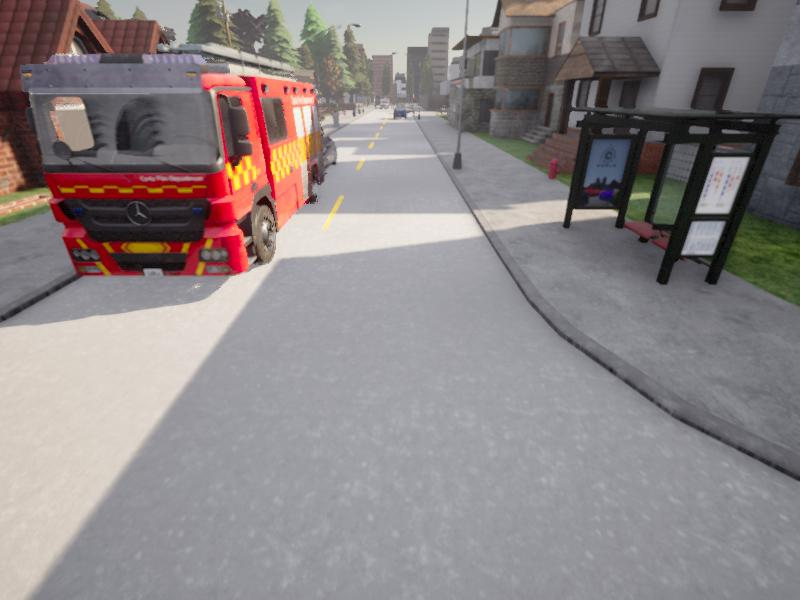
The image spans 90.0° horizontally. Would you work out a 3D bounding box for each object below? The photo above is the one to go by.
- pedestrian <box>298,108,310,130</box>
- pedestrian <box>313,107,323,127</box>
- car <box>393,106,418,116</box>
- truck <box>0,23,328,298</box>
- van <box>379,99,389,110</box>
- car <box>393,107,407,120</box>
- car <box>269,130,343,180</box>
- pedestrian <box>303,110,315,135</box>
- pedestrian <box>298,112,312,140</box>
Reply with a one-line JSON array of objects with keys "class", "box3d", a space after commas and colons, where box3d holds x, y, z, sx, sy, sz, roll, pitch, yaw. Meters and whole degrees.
[{"class": "pedestrian", "box3d": [-9.045, -17.070, 37.698, 0.751, 1.860, 0.751, 1, 27, 2]}, {"class": "pedestrian", "box3d": [-8.331, -18.525, 40.542, 0.751, 1.860, 0.751, -1, 27, -2]}, {"class": "car", "box3d": [1.065, -35.412, 74.757, 2.007, 1.525, 4.514, 23, 35, 37]}, {"class": "truck", "box3d": [-4.004, -3.654, 9.605, 2.891, 3.827, 8.468, 0, 27, 0]}, {"class": "van", "box3d": [-4.020, -51.250, 104.634, 2.351, 2.431, 6.366, 0, 27, 0]}, {"class": "car", "box3d": [-0.009, -26.990, 57.721, 1.882, 1.535, 5.008, 0, 27, 0]}, {"class": "car", "box3d": [-4.000, -6.644, 17.985, 2.128, 1.511, 4.902, 0, 27, 0]}, {"class": "pedestrian", "box3d": [-7.534, -14.719, 33.103, 0.751, 1.860, 0.751, -6, 28, -11]}, {"class": "pedestrian", "box3d": [-6.849, -12.602, 28.965, 0.751, 1.860, 0.751, -3, 27, -6]}]
